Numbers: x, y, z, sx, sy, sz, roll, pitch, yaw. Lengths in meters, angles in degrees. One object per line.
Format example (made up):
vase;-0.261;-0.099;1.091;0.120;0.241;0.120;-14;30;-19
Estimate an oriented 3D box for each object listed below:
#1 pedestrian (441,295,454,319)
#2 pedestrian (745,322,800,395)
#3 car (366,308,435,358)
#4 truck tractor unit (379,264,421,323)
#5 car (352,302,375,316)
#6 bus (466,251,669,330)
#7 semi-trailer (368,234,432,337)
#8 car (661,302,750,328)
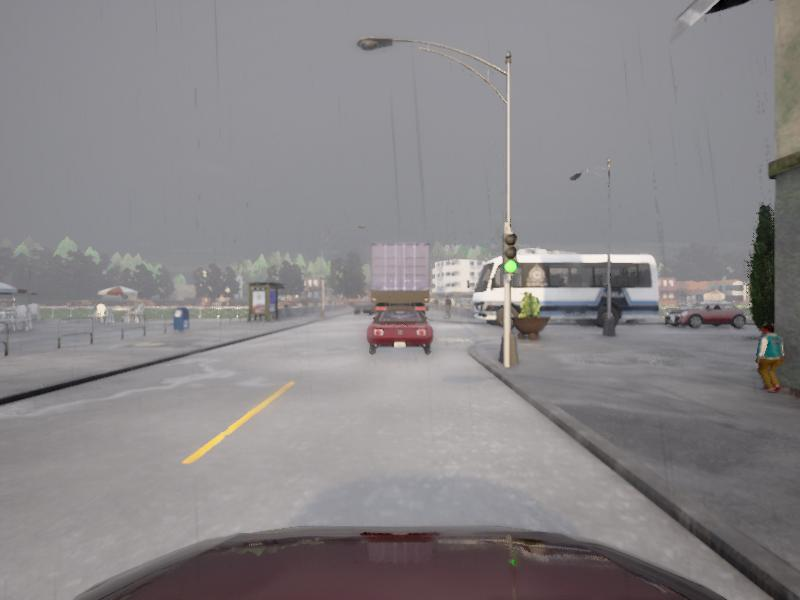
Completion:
pedestrian;3.694;0.548;31.119;0.751;1.860;0.751;0;0;-40
pedestrian;6.010;0.919;6.432;0.500;1.100;0.500;0;0;0
car;0.008;0.954;13.384;1.895;1.301;4.718;0;0;0
truck tractor unit;0.011;-0.497;32.042;3.053;4.208;6.516;0;0;0
car;-3.967;0.928;44.228;2.033;1.411;5.357;0;0;0
bus;9.396;-0.516;23.565;10.273;4.253;3.944;0;0;-1
semi-trailer;0.015;-0.599;24.129;2.717;4.402;14.254;0;0;0
car;18.014;0.872;23.748;3.806;1.475;1.970;0;0;0
